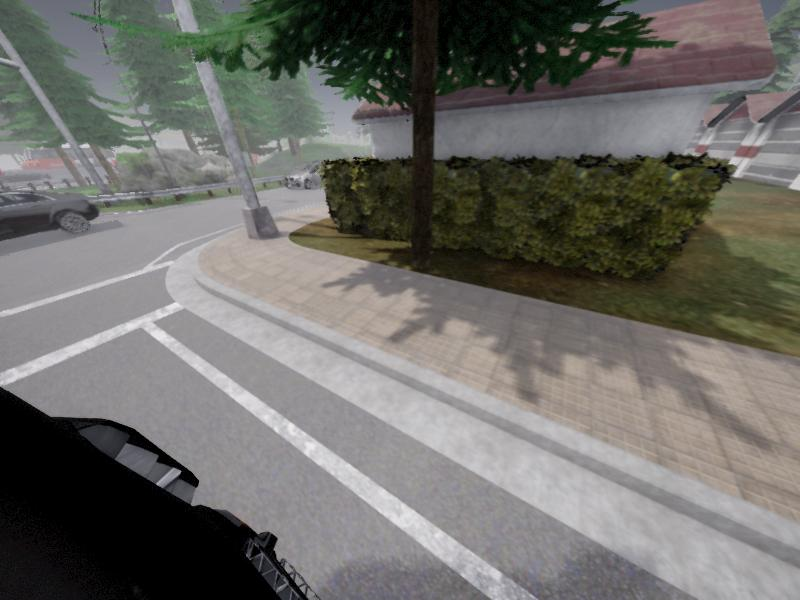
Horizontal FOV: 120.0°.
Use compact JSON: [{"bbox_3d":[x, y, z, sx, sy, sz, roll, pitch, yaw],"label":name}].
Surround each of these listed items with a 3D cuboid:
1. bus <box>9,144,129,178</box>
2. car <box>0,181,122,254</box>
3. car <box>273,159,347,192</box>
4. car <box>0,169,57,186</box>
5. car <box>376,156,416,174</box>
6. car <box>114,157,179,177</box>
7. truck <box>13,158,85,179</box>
[{"bbox_3d":[-54.640,-23.554,38.868,3.944,4.253,10.273,16,38,25],"label":"bus"},{"bbox_3d":[-12.491,-2.335,6.851,2.128,1.511,4.902,6,35,13],"label":"car"},{"bbox_3d":[-6.505,-9.436,17.305,2.242,1.667,4.611,16,38,26],"label":"car"},{"bbox_3d":[-46.415,-15.008,28.223,1.895,1.301,4.718,16,38,25],"label":"car"},{"bbox_3d":[-0.309,-15.385,26.183,2.033,1.411,5.357,16,38,25],"label":"car"},{"bbox_3d":[-35.981,-19.065,33.092,2.150,2.045,5.566,10,35,17],"label":"car"},{"bbox_3d":[-53.450,-20.213,35.385,2.627,2.467,5.204,16,38,25],"label":"truck"}]
